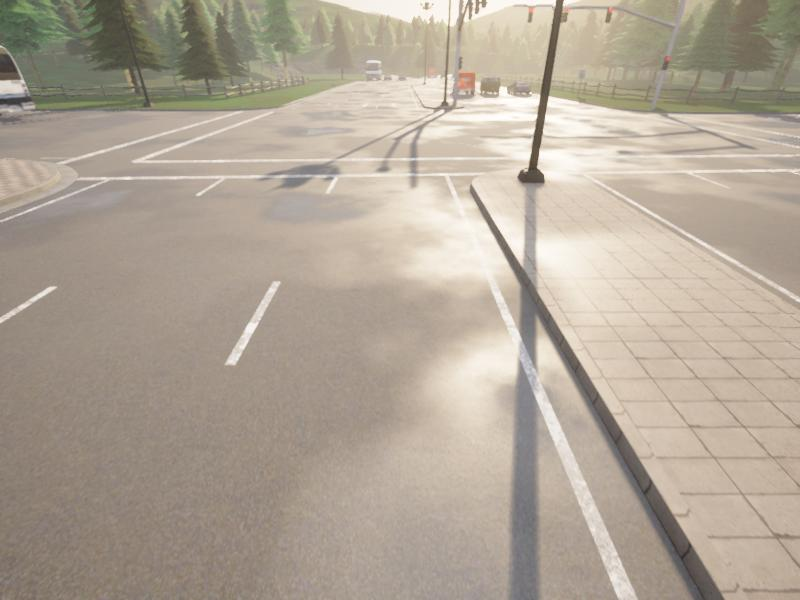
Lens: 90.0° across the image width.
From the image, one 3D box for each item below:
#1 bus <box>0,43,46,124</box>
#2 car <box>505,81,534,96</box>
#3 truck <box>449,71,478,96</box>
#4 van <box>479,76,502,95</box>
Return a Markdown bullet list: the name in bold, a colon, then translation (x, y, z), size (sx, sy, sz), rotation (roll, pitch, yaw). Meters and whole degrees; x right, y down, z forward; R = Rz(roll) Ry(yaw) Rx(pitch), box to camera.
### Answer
- **bus**: translation (-29.585, -13.485, 24.869), size (10.273, 4.253, 3.944), rotation (1, 30, 1)
- **car**: translation (14.735, -26.266, 49.569), size (2.033, 1.411, 5.357), rotation (0, 30, 0)
- **truck**: translation (7.733, -26.733, 49.321), size (2.627, 2.467, 5.204), rotation (0, 30, 0)
- **van**: translation (11.232, -26.879, 50.042), size (1.775, 1.987, 4.442), rotation (0, 30, 0)
